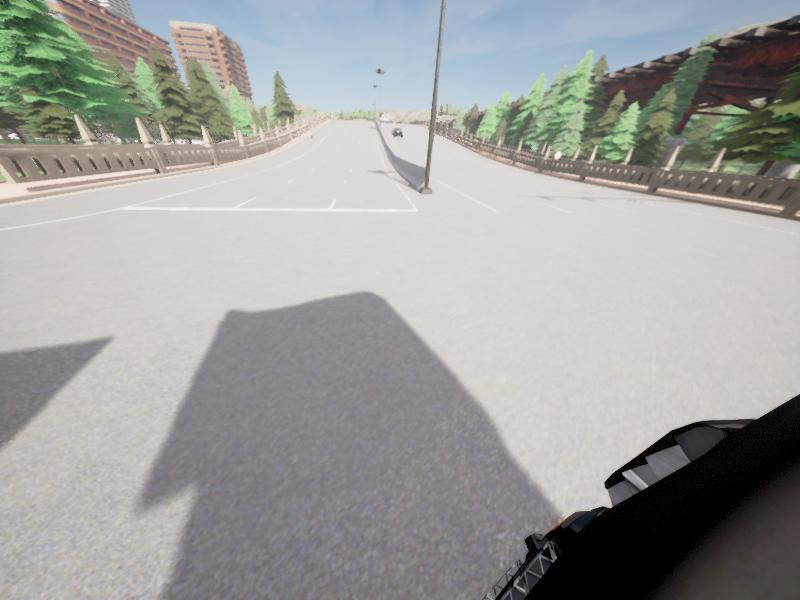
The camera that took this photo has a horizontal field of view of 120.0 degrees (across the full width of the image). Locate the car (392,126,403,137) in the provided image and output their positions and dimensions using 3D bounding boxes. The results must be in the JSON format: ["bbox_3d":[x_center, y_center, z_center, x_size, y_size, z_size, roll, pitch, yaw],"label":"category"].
[{"bbox_3d":[-0.635,-40.570,55.570,2.097,1.767,4.553,-2,41,-7],"label":"car"}]

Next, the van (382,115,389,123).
[{"bbox_3d":[-5.866,-71.935,91.927,2.351,2.431,6.366,-2,37,-7],"label":"van"}]
